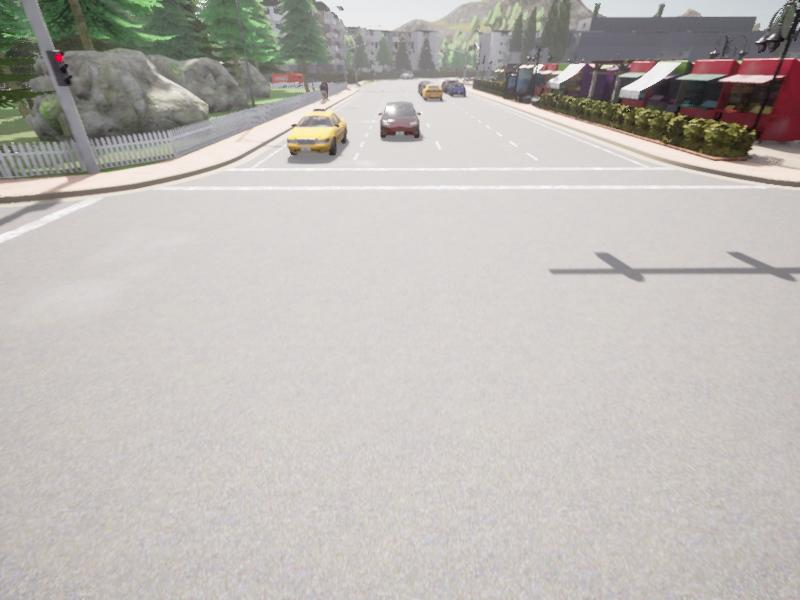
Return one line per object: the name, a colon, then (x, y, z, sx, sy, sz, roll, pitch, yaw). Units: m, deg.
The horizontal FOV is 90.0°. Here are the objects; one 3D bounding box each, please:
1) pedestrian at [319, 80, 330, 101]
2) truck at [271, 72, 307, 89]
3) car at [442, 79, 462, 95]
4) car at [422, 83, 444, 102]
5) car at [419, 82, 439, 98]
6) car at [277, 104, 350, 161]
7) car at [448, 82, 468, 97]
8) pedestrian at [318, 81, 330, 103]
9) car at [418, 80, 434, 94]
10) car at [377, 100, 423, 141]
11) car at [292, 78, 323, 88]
pedestrian: (-7.639, -21.296, 40.625, 0.751, 1.860, 0.751, 1, 30, 2)
truck: (-19.205, -37.995, 69.189, 5.204, 2.467, 2.627, 1, 30, 1)
car: (6.979, -28.984, 54.341, 2.033, 1.649, 4.856, 0, 30, 0)
car: (3.525, -22.523, 43.333, 1.882, 1.535, 5.008, 0, 30, 0)
car: (3.493, -25.874, 49.157, 2.163, 1.488, 4.792, 0, 30, 0)
car: (-3.461, -7.312, 17.156, 1.801, 1.575, 5.366, 1, 30, 1)
car: (6.982, -25.636, 48.730, 1.816, 1.474, 4.193, 0, 30, 0)
pedestrian: (-7.281, -19.920, 38.253, 0.751, 1.860, 0.751, 4, 30, 7)
car: (3.479, -29.333, 55.054, 1.882, 1.535, 5.008, 0, 30, 0)
car: (-0.008, -9.600, 21.170, 2.163, 1.488, 4.792, 0, 30, 0)
car: (-16.658, -39.315, 72.398, 4.902, 1.511, 2.128, 1, 30, 1)
